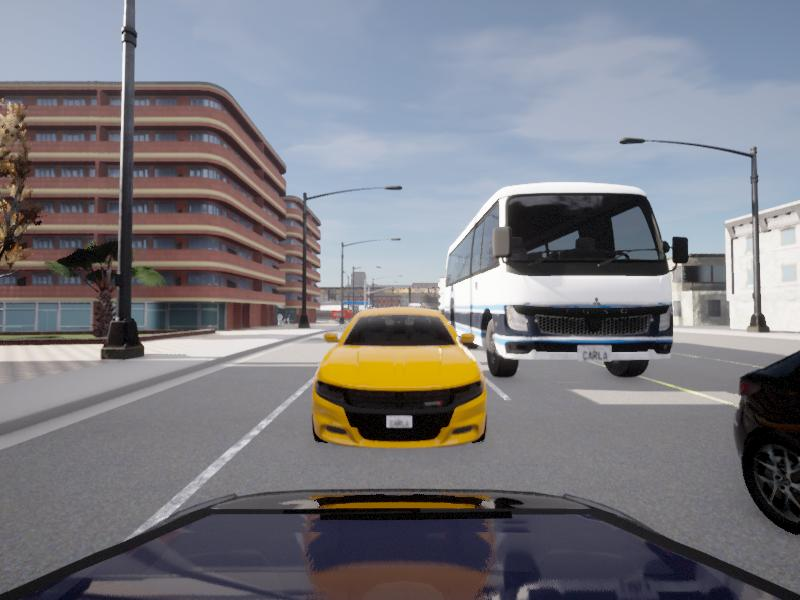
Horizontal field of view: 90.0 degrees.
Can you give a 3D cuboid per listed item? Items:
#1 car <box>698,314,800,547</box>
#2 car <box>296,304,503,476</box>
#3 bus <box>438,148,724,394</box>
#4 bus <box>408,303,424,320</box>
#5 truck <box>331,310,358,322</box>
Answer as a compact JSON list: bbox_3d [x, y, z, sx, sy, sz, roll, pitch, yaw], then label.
[{"bbox_3d":[3.499,0.856,1.372,1.816,1.474,4.193,0,0,0],"label":"car"},{"bbox_3d":[-0.008,0.848,6.148,1.882,1.535,5.008,0,0,0],"label":"car"},{"bbox_3d":[3.605,-0.425,12.059,3.944,4.253,10.273,0,-1,0],"label":"bus"},{"bbox_3d":[4.147,3.111,107.061,3.944,4.253,10.273,0,-2,0],"label":"bus"},{"bbox_3d":[-11.528,3.313,83.185,5.204,2.467,2.627,0,-2,-1],"label":"truck"}]
